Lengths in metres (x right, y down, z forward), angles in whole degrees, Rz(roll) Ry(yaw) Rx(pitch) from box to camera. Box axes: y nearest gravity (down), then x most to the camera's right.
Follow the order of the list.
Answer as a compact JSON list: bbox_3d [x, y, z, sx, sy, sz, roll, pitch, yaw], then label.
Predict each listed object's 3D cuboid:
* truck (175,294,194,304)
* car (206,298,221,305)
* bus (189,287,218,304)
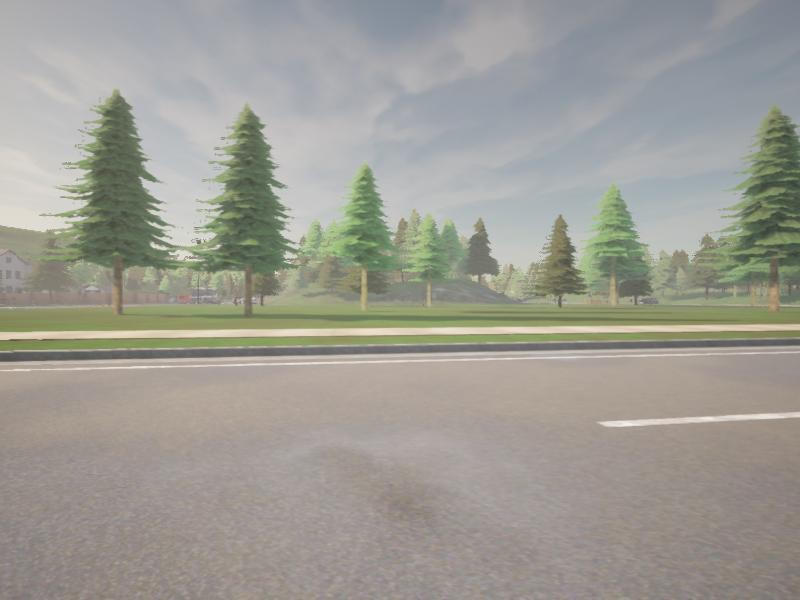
[{"bbox_3d":[-54.513,-0.249,101.286,2.627,2.467,5.204,0,0,-8],"label":"truck"},{"bbox_3d":[-47.582,0.320,102.271,2.152,1.651,5.027,0,0,-8],"label":"car"},{"bbox_3d":[-51.370,-1.141,104.874,3.944,4.253,10.273,0,0,-8],"label":"bus"}]
